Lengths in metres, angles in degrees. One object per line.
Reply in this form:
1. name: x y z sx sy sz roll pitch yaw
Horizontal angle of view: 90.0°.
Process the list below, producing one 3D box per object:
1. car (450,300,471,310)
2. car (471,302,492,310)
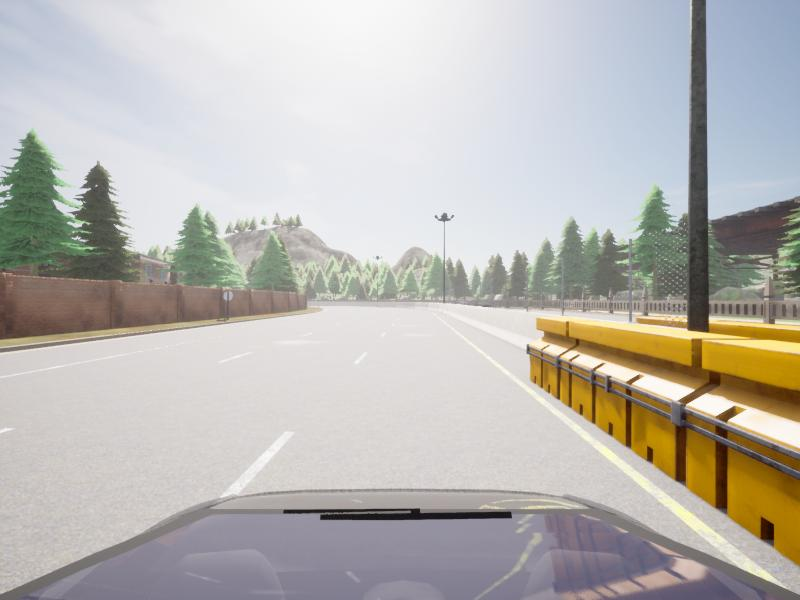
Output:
1. car: 10.427 0.837 68.967 2.128 1.511 4.902 0 0 -11
2. car: 14.059 0.941 69.176 1.895 1.301 4.718 0 0 -12
